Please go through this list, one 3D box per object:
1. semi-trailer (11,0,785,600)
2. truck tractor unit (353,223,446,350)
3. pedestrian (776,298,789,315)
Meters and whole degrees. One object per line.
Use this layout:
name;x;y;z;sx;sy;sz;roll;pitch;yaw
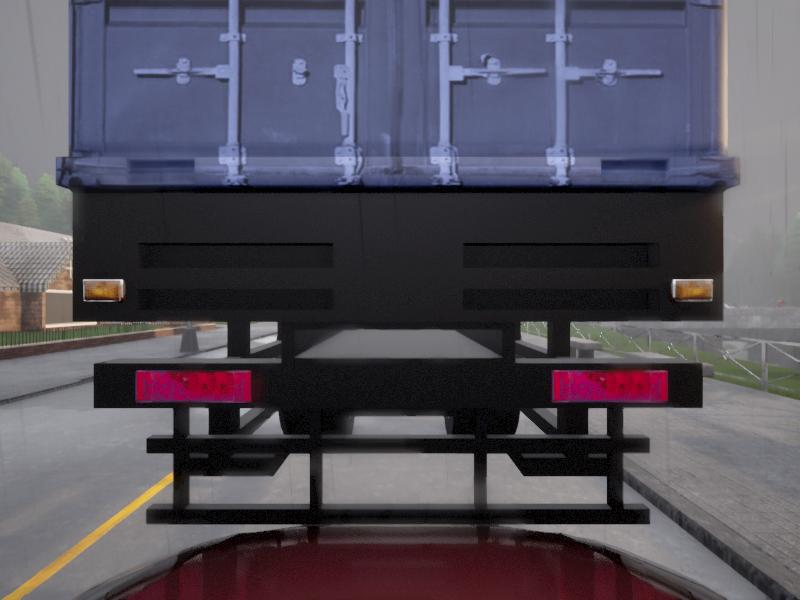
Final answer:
semi-trailer;-0.008;-0.585;8.543;2.717;4.402;14.254;0;0;0
truck tractor unit;-0.013;-0.438;16.456;3.053;4.208;6.516;0;0;0
pedestrian;43.516;0.755;45.539;0.751;1.860;0.751;0;0;2
